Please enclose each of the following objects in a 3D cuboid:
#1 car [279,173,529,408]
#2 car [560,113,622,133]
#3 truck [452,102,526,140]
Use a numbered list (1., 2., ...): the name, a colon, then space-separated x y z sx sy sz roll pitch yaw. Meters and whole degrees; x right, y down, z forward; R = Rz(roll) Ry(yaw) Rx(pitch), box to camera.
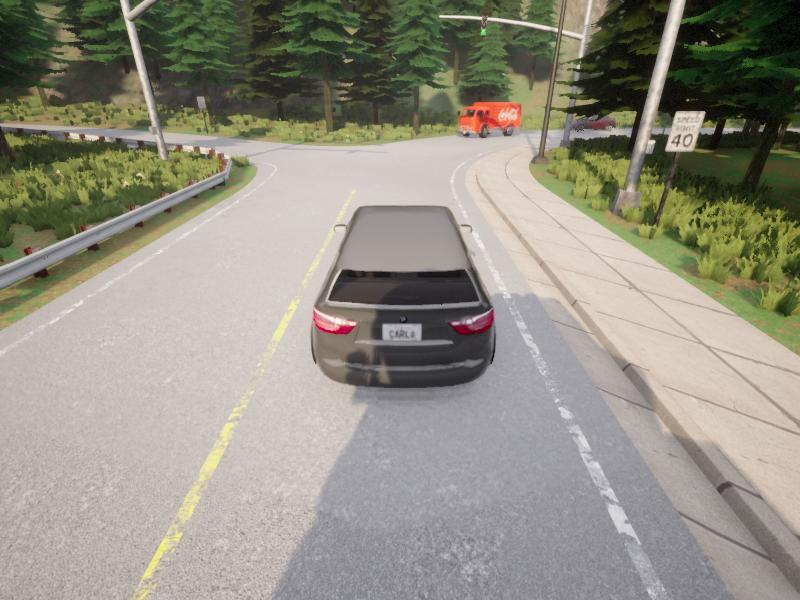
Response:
1. car: 0.046 -0.628 6.004 2.242 1.667 4.611 0 27 0
2. car: 17.299 -16.113 36.369 4.674 1.442 1.812 -6 28 -11
3. truck: 7.002 -14.205 31.563 5.204 2.467 2.627 -18 32 -33
